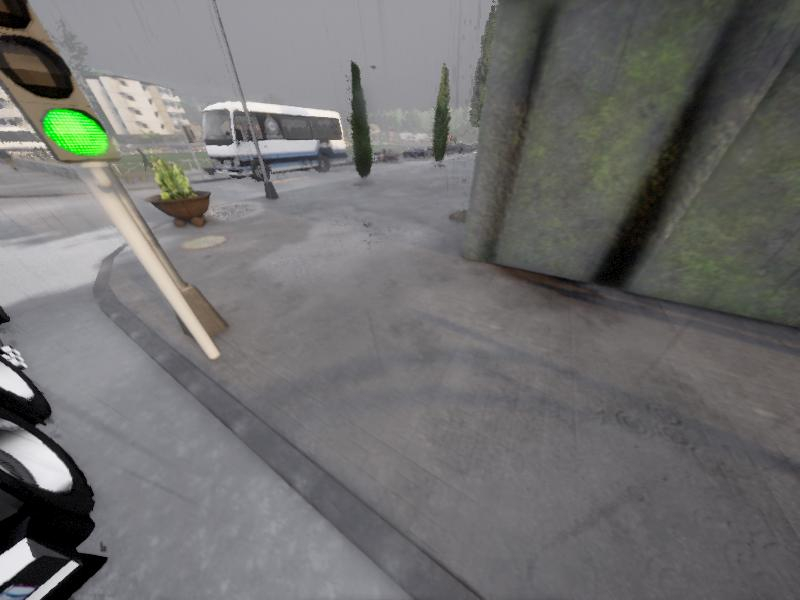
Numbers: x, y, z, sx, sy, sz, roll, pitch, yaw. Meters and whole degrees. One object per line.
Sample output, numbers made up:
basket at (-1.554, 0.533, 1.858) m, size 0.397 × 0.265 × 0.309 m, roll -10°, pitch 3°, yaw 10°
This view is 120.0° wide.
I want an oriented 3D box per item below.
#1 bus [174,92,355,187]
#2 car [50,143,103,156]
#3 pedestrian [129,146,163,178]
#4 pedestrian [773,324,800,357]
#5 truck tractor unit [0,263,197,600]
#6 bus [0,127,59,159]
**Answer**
bus at (-8.441, -11.637, 17.076) m, size 3.944 × 4.253 × 10.273 m, roll 18°, pitch 39°, yaw 24°
car at (-64.500, -30.220, 46.217) m, size 2.150 × 2.045 × 5.566 m, roll 18°, pitch 39°, yaw 24°
pedestrian at (-17.918, -9.732, 16.320) m, size 0.751 × 1.860 × 0.751 m, roll 23°, pitch 41°, yaw 30°
pedestrian at (5.024, 0.220, 2.458) m, size 0.500 × 1.100 × 0.500 m, roll -8°, pitch 36°, yaw -11°
truck tractor unit at (-5.109, -0.302, 0.784) m, size 6.516 × 4.208 × 3.053 m, roll 18°, pitch 39°, yaw 24°
bus at (-65.686, -25.545, 37.568) m, size 3.944 × 4.253 × 10.273 m, roll 18°, pitch 39°, yaw 24°
